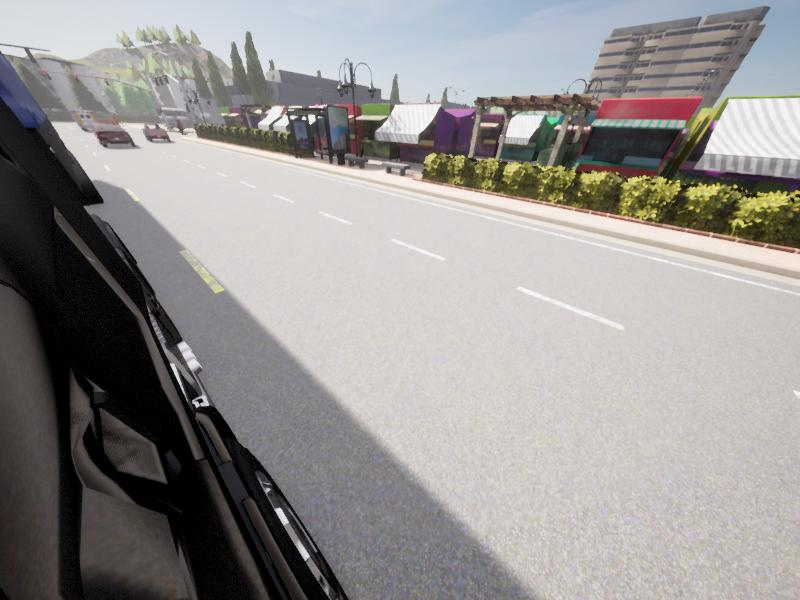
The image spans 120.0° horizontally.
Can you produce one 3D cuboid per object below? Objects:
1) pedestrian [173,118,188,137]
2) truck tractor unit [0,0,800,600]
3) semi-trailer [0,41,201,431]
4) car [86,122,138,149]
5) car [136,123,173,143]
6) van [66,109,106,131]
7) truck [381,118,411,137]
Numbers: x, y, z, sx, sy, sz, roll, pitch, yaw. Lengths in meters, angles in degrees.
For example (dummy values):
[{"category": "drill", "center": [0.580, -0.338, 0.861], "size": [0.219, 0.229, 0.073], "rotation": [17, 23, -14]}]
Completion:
[{"category": "pedestrian", "center": [-27.756, -21.848, 29.237], "size": [0.751, 1.860, 0.751], "rotation": [-23, 44, -30]}, {"category": "truck tractor unit", "center": [-2.645, -0.295, 0.351], "size": [6.516, 4.208, 3.053], "rotation": [28, 44, 30]}, {"category": "semi-trailer", "center": [-8.683, -3.617, 4.240], "size": [14.254, 4.402, 2.717], "rotation": [28, 44, 30]}, {"category": "car", "center": [-24.005, -13.760, 19.230], "size": [5.008, 1.535, 1.882], "rotation": [29, 44, 30]}, {"category": "car", "center": [-25.604, -17.485, 24.114], "size": [3.633, 1.501, 1.845], "rotation": [31, 45, 33]}, {"category": "van", "center": [-47.775, -27.343, 35.137], "size": [6.366, 2.431, 2.351], "rotation": [28, 44, 30]}, {"category": "truck", "center": [-1.092, -46.401, 62.381], "size": [2.891, 3.827, 8.468], "rotation": [30, 44, 31]}]
